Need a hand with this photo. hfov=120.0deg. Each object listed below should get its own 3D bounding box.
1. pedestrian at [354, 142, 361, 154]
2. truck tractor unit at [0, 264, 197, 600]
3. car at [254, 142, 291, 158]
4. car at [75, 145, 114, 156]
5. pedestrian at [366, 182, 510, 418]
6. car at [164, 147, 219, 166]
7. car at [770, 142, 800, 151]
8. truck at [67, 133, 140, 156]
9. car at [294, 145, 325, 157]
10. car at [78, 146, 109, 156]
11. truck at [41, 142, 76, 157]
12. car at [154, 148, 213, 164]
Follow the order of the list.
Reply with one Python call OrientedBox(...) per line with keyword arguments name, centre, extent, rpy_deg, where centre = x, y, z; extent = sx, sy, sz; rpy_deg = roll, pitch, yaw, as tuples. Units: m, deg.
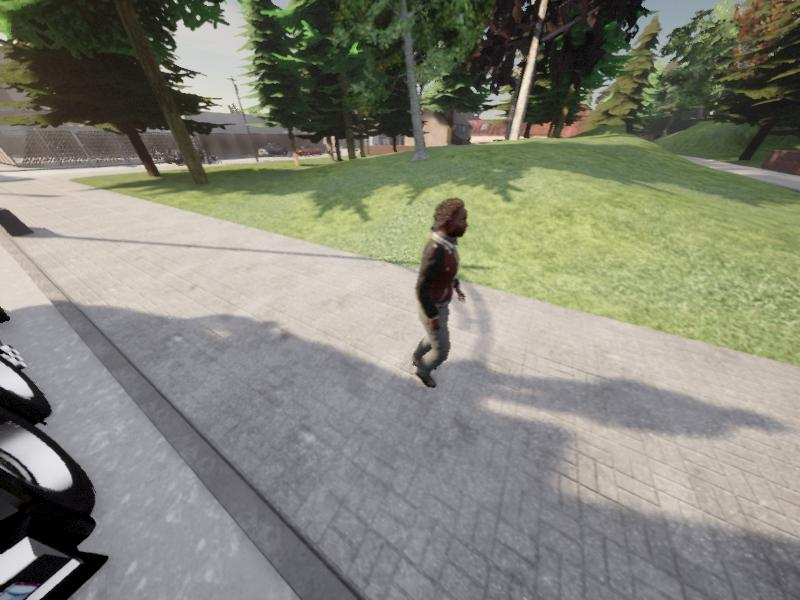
OrientedBox(name="pedestrian", centre=(-7.527, -26.792, 40.691), extent=(0.751, 1.860, 0.751), rpy_deg=(21, 40, 28))
OrientedBox(name="truck tractor unit", centre=(-5.108, -0.304, 0.776), extent=(6.516, 4.208, 3.053), rpy_deg=(18, 39, 24))
OrientedBox(name="car", centre=(-20.505, -24.291, 37.400), extent=(1.932, 1.855, 4.605), rpy_deg=(16, 40, 23))
OrientedBox(name="car", centre=(-56.740, -27.834, 42.979), extent=(1.789, 1.547, 3.705), rpy_deg=(18, 39, 24))
OrientedBox(name="pedestrian", centre=(0.301, 0.065, 2.051), extent=(0.751, 1.860, 0.751), rpy_deg=(15, 38, 21))
OrientedBox(name="car", centre=(-23.683, -16.481, 26.466), extent=(1.851, 1.617, 3.988), rpy_deg=(19, 39, 25))
OrientedBox(name="car", centre=(83.136, -32.918, 49.563), extent=(2.038, 1.542, 4.974), rpy_deg=(18, 39, 24))
OrientedBox(name="truck", centre=(-63.697, -33.722, 50.005), extent=(2.891, 3.827, 8.468), rpy_deg=(18, 39, 24))
OrientedBox(name="car", centre=(-14.965, -24.865, 38.499), extent=(2.007, 1.525, 4.514), rpy_deg=(17, 38, 23))
OrientedBox(name="car", centre=(-56.992, -27.708, 42.925), extent=(5.357, 1.415, 2.033), rpy_deg=(18, 39, 24))
OrientedBox(name="truck", centre=(-59.120, -26.044, 40.008), extent=(4.478, 2.038, 2.069), rpy_deg=(18, 39, 24))
OrientedBox(name="car", centre=(-26.729, -17.986, 28.752), extent=(1.837, 1.490, 4.892), rpy_deg=(18, 39, 24))
